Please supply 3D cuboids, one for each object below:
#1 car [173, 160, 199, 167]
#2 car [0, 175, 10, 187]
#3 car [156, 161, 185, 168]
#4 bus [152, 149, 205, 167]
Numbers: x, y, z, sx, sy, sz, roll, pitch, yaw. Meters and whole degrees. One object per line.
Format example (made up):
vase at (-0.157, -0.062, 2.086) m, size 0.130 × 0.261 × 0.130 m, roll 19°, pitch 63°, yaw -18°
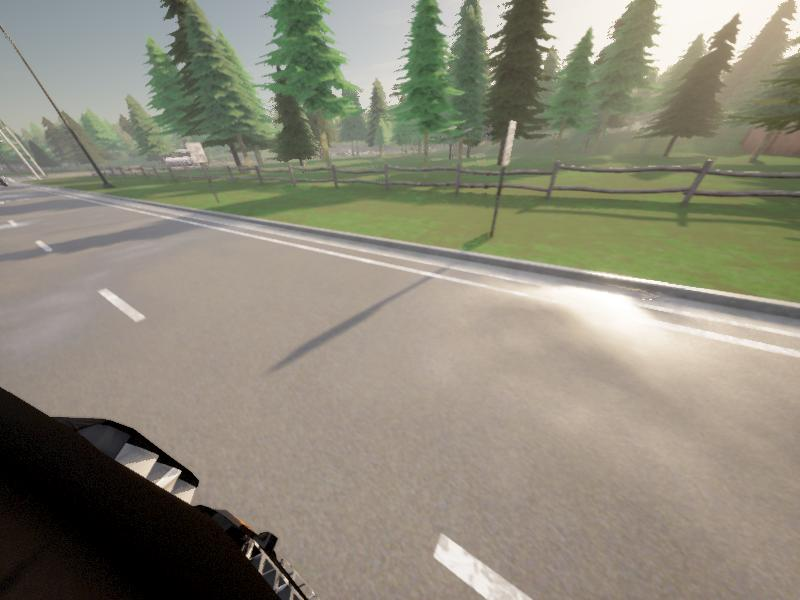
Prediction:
car at (-61.714, -39.436, 66.641) m, size 1.837 × 1.490 × 4.892 m, roll 16°, pitch 38°, yaw 25°
car at (-53.059, -15.612, 29.516) m, size 5.566 × 2.045 × 2.150 m, roll 16°, pitch 38°, yaw 26°
car at (-65.931, -39.054, 66.458) m, size 2.033 × 1.411 × 5.357 m, roll 15°, pitch 38°, yaw 25°
bus at (-66.846, -43.175, 70.163) m, size 3.944 × 4.253 × 10.273 m, roll 15°, pitch 38°, yaw 25°
